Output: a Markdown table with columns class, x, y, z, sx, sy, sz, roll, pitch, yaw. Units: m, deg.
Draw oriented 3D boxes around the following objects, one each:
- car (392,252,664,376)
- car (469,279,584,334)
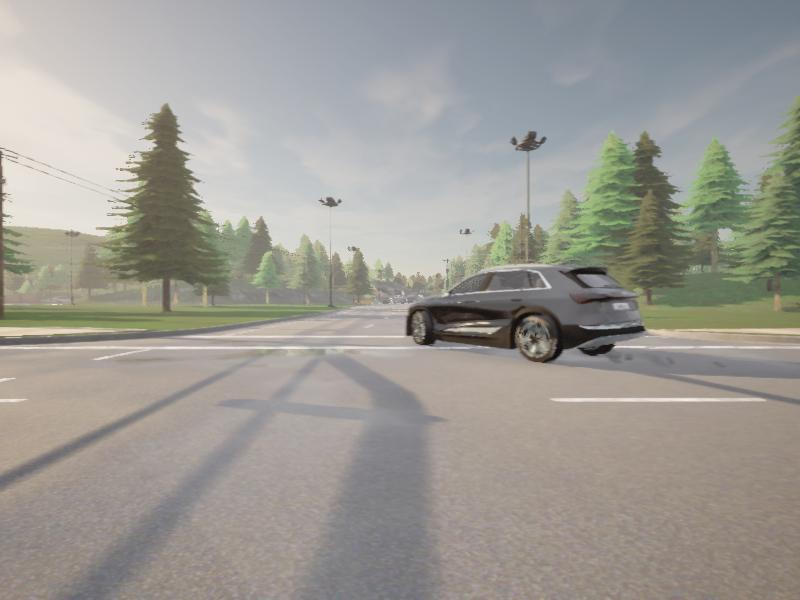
| class | x | y | z | sx | sy | sz | roll | pitch | yaw |
| --- | --- | --- | --- | --- | --- | --- | --- | --- | --- |
| car | 2.059 | 0.177 | 7.918 | 2.033 | 1.649 | 4.856 | -1 | 1 | -35 |
| car | 4.042 | 0.222 | 13.855 | 2.038 | 1.542 | 4.974 | 1 | 0 | -5 |
